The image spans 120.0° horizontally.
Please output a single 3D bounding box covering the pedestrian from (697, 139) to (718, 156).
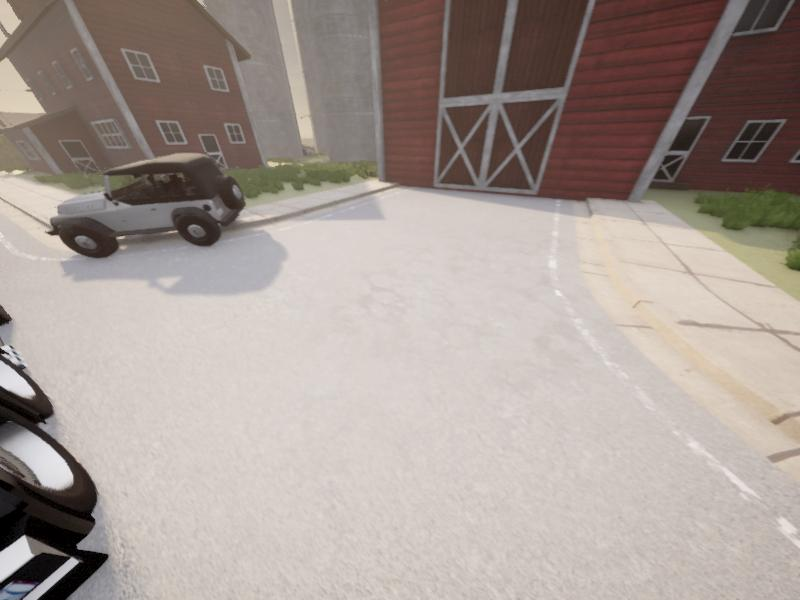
[{"bbox_3d":[41.737,-20.719,31.376,0.751,1.860,0.751,19,39,26],"label":"pedestrian"}]

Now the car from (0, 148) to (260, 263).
[{"bbox_3d":[-6.233,-2.507,5.893,3.866,1.878,1.905,-9,41,-9],"label":"car"}]

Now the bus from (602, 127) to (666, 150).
[{"bbox_3d":[54.745,-38.012,54.358,10.273,4.253,3.944,-6,35,-7],"label":"bus"}]

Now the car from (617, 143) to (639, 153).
[{"bbox_3d":[42.337,-28.297,42.975,1.816,1.474,4.193,18,39,25],"label":"car"}]

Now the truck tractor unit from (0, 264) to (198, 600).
[{"bbox_3d":[-5.123,-0.286,0.783,6.516,4.208,3.053,18,39,24],"label":"truck tractor unit"}]
